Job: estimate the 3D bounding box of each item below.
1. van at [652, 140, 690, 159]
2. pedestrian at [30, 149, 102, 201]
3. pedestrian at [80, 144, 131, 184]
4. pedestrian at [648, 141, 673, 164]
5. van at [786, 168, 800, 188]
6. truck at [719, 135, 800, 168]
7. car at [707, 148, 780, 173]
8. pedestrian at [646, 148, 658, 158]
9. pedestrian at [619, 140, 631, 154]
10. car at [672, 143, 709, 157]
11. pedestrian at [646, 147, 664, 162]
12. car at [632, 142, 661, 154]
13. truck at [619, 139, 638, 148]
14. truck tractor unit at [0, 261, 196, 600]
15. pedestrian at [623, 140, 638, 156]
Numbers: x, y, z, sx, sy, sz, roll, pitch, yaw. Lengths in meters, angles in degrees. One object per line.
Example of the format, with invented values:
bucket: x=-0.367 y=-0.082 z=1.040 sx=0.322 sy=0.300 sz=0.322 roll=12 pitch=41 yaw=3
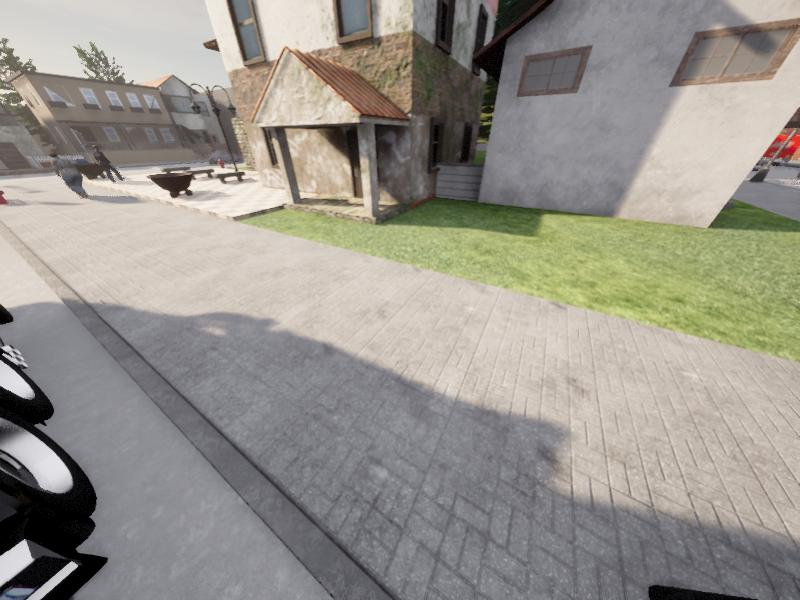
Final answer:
van: x=37.120 y=-20.778 z=31.796 sx=1.775 sy=1.987 sz=4.442 roll=17 pitch=39 yaw=24
pedestrian: x=-14.126 y=-5.301 z=9.847 sx=0.751 sy=1.860 sz=0.751 roll=10 pitch=36 yaw=14
pedestrian: x=-16.558 y=-7.667 z=13.055 sx=0.751 sy=1.860 sz=0.751 roll=-7 pitch=35 yaw=-9
pedestrian: x=25.534 y=-14.453 z=22.692 sx=0.751 sy=1.860 sz=0.751 roll=15 pitch=38 yaw=20
van: x=22.050 y=-6.062 z=10.305 sx=1.988 sy=2.561 sz=5.915 roll=18 pitch=38 yaw=24
truck: x=35.170 y=-14.614 z=22.553 sx=2.627 sy=2.467 sz=5.204 roll=19 pitch=40 yaw=26
car: x=28.069 y=-11.618 z=19.096 sx=1.789 sy=1.549 sz=3.705 roll=17 pitch=39 yaw=24
pedestrian: x=32.215 y=-18.811 z=29.560 sx=0.500 sy=1.100 sz=0.500 roll=13 pitch=37 yaw=19
pedestrian: x=37.202 y=-25.290 z=38.158 sx=0.751 sy=1.860 sz=0.751 roll=26 pitch=43 yaw=32
car: x=43.858 y=-22.807 z=35.052 sx=2.038 sy=1.542 sz=4.974 roll=19 pitch=39 yaw=26
pedestrian: x=27.938 y=-15.966 z=25.334 sx=0.751 sy=1.300 sz=0.751 roll=23 pitch=41 yaw=29
car: x=43.356 y=-26.851 z=40.738 sx=2.242 sy=1.667 sz=4.611 roll=17 pitch=39 yaw=24
truck: x=67.883 y=-46.502 z=68.700 sx=2.390 sy=2.098 sz=6.274 roll=18 pitch=39 yaw=24
truck tractor unit: x=-5.107 y=-0.304 z=0.786 sx=6.516 sy=4.208 sz=3.053 roll=19 pitch=39 yaw=24
pedestrian: x=32.517 y=-21.379 z=32.580 sx=0.751 sy=1.860 sz=0.751 roll=18 pitch=39 yaw=24
